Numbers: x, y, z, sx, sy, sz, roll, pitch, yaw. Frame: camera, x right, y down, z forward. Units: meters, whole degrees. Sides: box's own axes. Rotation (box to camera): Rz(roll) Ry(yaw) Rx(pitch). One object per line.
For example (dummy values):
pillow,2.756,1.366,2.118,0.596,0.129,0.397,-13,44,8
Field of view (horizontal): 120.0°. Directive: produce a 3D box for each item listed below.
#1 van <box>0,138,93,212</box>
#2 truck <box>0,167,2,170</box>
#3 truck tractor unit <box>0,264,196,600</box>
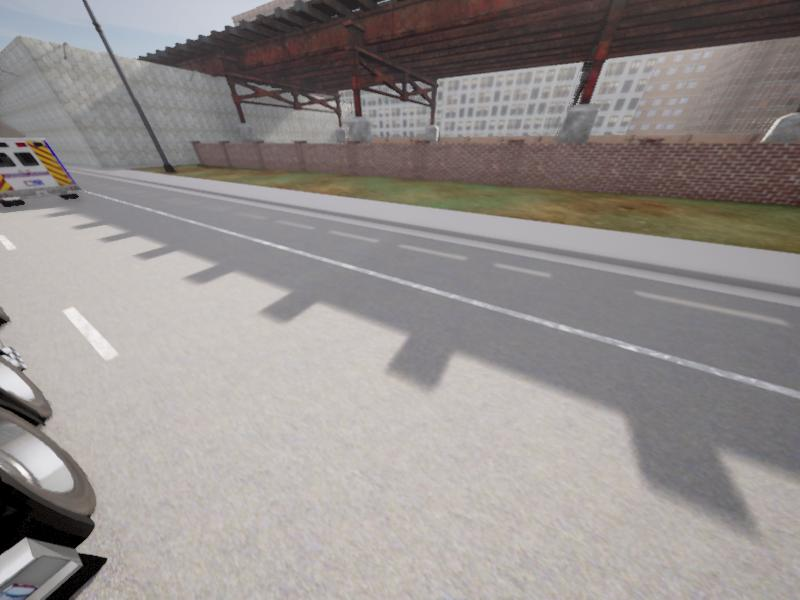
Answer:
van,-17.853,-5.990,10.694,6.366,2.431,2.351,18,39,24
truck,-45.491,-15.525,23.480,8.468,3.827,2.891,18,39,24
truck tractor unit,-5.114,-0.297,0.792,6.516,4.208,3.053,18,39,24
